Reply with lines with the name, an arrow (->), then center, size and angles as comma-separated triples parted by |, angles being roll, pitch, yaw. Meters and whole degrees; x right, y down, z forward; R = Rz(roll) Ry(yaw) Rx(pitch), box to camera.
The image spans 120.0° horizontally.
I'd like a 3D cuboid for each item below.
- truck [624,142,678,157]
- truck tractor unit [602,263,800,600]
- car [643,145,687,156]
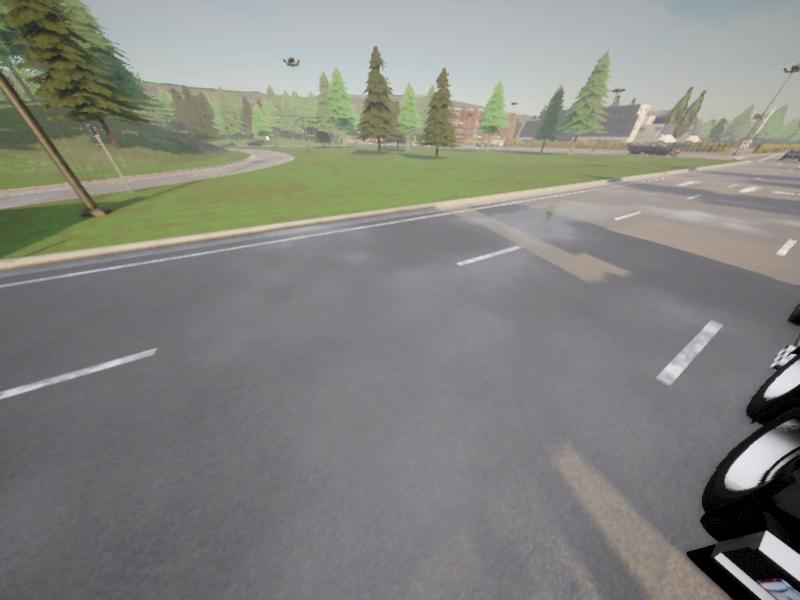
truck -> 47.542, -28.710, 43.923 | 2.390, 2.098, 6.274 | -19, 39, -25
truck tractor unit -> 5.112, -0.299, 0.792 | 6.516, 4.208, 3.053 | -18, 39, -24
car -> 51.158, -28.936, 44.702 | 2.152, 1.651, 5.027 | -18, 39, -25
